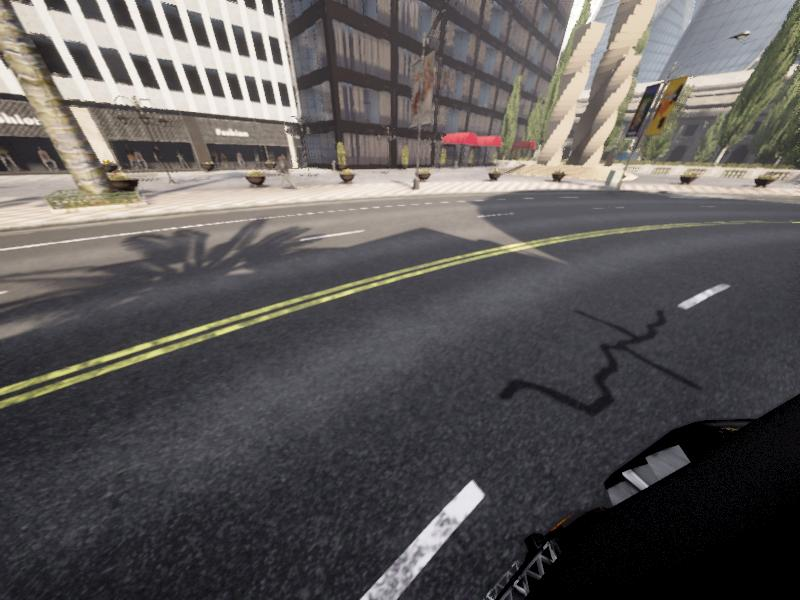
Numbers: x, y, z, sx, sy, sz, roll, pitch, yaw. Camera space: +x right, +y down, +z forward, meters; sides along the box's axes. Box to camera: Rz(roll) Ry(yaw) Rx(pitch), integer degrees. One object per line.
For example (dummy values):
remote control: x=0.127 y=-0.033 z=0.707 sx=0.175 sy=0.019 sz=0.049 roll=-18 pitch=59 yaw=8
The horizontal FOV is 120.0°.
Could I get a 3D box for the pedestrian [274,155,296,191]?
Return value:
pedestrian: x=-7.038 y=-7.799 z=14.221 sx=0.751 sy=1.860 sz=0.751 roll=-9 pitch=34 yaw=-15
